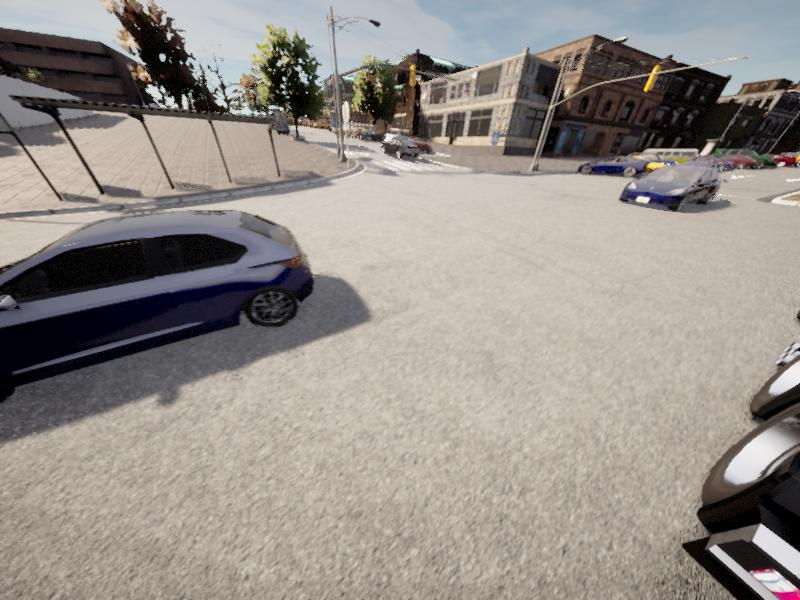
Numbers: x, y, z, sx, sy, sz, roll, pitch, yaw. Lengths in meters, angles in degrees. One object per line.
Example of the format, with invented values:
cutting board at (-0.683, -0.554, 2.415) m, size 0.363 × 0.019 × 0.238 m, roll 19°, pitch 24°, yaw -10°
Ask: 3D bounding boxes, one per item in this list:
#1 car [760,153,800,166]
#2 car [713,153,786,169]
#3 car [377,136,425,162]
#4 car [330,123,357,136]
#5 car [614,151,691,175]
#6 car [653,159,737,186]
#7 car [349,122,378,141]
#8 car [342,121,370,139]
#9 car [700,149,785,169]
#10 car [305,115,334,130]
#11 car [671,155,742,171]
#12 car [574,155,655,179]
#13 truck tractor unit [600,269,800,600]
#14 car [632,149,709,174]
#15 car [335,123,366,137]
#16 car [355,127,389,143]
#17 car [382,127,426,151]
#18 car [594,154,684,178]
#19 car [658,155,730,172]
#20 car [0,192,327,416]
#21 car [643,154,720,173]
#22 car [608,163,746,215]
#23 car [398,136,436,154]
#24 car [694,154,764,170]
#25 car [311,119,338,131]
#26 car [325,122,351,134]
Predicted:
car at (60.074, -21.590, 35.490) m, size 2.231 × 1.521 × 4.892 m, roll -26°, pitch 41°, yaw -34°
car at (46.078, -18.530, 30.706) m, size 2.097 × 1.535 × 5.008 m, roll -27°, pitch 42°, yaw -35°
car at (-0.062, -14.430, 21.993) m, size 2.128 × 1.511 × 4.902 m, roll -17°, pitch 43°, yaw -27°
car at (-10.377, -31.735, 42.996) m, size 2.002 × 1.452 × 4.674 m, roll 30°, pitch 43°, yaw 27°
car at (24.045, -13.249, 22.266) m, size 4.553 × 1.767 × 2.185 m, roll 28°, pitch 42°, yaw 35°
car at (21.537, -9.415, 16.890) m, size 5.357 × 1.411 × 2.033 m, roll -15°, pitch 37°, yaw -22°
car at (-5.758, -26.824, 36.846) m, size 1.878 × 1.987 × 4.442 m, roll 30°, pitch 43°, yaw 27°
car at (-7.317, -28.515, 38.817) m, size 1.878 × 1.987 × 4.442 m, roll 30°, pitch 43°, yaw 27°
car at (43.326, -18.085, 29.548) m, size 2.435 × 2.045 × 5.566 m, roll -27°, pitch 42°, yaw -36°
car at (-18.226, -40.363, 52.585) m, size 2.435 × 2.045 × 5.566 m, roll 29°, pitch 42°, yaw 26°
car at (35.012, -15.870, 26.640) m, size 2.002 × 1.452 × 4.674 m, roll -28°, pitch 43°, yaw -36°
car at (18.600, -11.763, 20.255) m, size 4.792 × 1.488 × 2.163 m, roll 28°, pitch 42°, yaw 35°
truck tractor unit at (5.114, -0.300, 0.743) m, size 6.516 × 4.208 × 3.053 m, roll -18°, pitch 40°, yaw -23°
car at (26.877, -13.983, 23.221) m, size 4.442 × 1.987 × 1.878 m, roll 28°, pitch 42°, yaw 36°
car at (-8.706, -30.158, 41.121) m, size 1.946 × 1.575 × 5.366 m, roll 29°, pitch 43°, yaw 27°
car at (-4.165, -25.006, 35.091) m, size 2.231 × 1.521 × 4.892 m, roll 30°, pitch 43°, yaw 27°
car at (0.538, -20.156, 29.059) m, size 2.435 × 2.045 × 5.566 m, roll 30°, pitch 43°, yaw 27°
car at (21.484, -12.347, 21.098) m, size 5.366 × 1.575 × 1.946 m, roll 28°, pitch 42°, yaw 35°
car at (32.264, -15.187, 25.578) m, size 2.002 × 1.452 × 4.674 m, roll -29°, pitch 43°, yaw -36°
car at (-3.396, -0.233, 2.958) m, size 4.193 × 1.474 × 1.816 m, roll -18°, pitch 39°, yaw -24°
car at (29.521, -14.538, 24.499) m, size 4.892 × 1.521 × 2.231 m, roll 29°, pitch 42°, yaw 36°
car at (11.761, -4.885, 9.879) m, size 4.792 × 1.488 × 2.163 m, roll -15°, pitch 38°, yaw -23°
car at (2.055, -18.227, 27.252) m, size 2.002 × 1.452 × 4.674 m, roll 29°, pitch 42°, yaw 27°
car at (40.529, -17.197, 28.704) m, size 2.002 × 1.452 × 4.674 m, roll -28°, pitch 43°, yaw -35°
car at (-16.535, -38.578, 50.924) m, size 1.946 × 1.575 × 5.366 m, roll 29°, pitch 42°, yaw 27°
car at (-11.949, -33.422, 44.959) m, size 2.002 × 1.452 × 4.674 m, roll 29°, pitch 43°, yaw 27°
